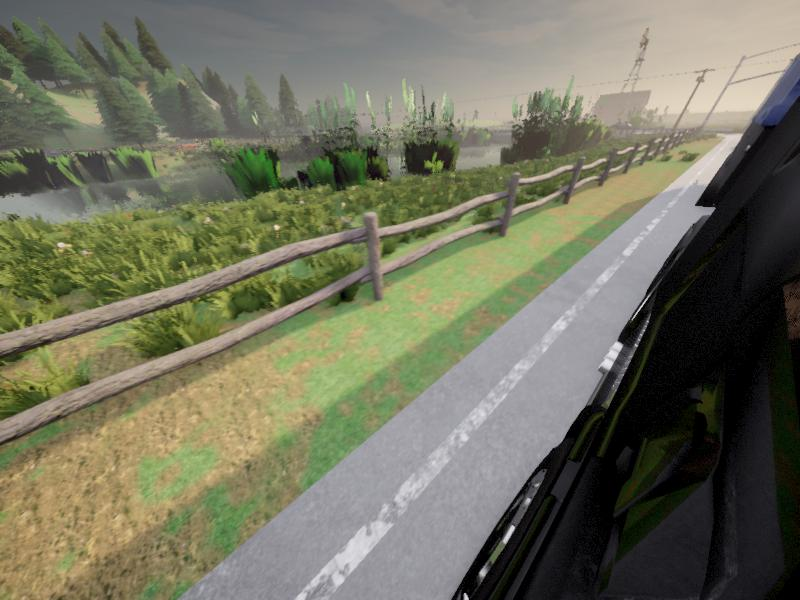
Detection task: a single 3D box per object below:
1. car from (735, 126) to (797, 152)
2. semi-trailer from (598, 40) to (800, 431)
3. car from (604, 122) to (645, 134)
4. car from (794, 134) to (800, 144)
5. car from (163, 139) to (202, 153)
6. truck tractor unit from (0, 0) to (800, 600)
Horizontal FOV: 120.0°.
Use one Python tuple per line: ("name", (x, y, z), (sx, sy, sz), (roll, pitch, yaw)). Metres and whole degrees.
("car", (28.440, -12.640, 18.076), (4.181, 1.385, 1.994), (-28, 43, -30))
("semi-trailer", (8.709, -3.565, 4.264), (14.254, 4.402, 2.717), (-28, 44, -30))
("car", (39.132, -30.065, 40.377), (1.812, 1.442, 4.674), (-25, 45, -28))
("car", (37.726, -14.831, 20.469), (4.792, 1.488, 2.163), (-28, 43, -30))
("car", (-38.865, -27.581, 41.313), (4.553, 1.767, 2.097), (-30, 45, -32))
("truck tractor unit", (2.645, -0.295, 0.351), (6.516, 4.208, 3.053), (-28, 44, -30))
